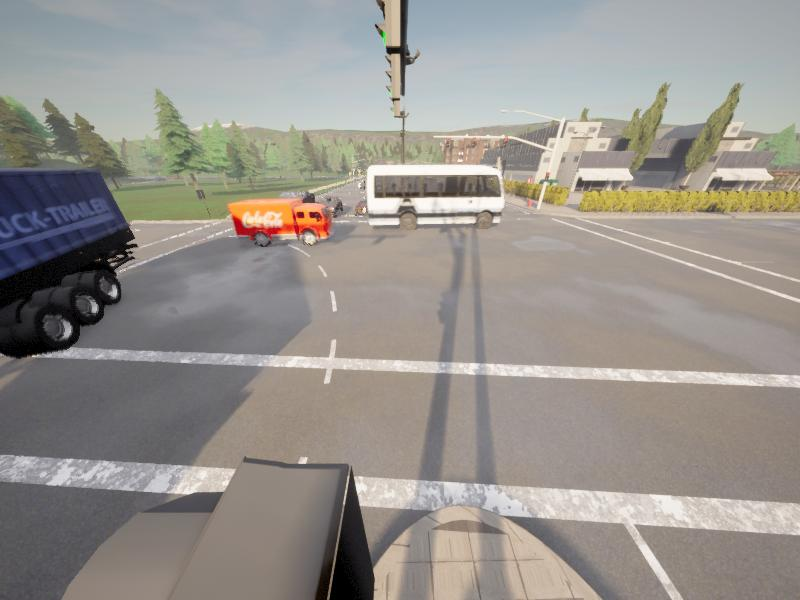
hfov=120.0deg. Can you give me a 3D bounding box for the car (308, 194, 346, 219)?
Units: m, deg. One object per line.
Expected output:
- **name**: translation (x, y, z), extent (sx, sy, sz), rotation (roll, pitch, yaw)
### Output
- **car**: translation (-7.055, -9.365, 22.904), extent (2.152, 1.651, 5.027), rotation (0, 30, -1)

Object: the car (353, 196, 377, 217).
- **car**: translation (-3.498, -9.689, 23.719), extent (1.994, 1.385, 4.181), rotation (-1, 30, -2)

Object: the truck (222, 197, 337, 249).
- **truck**: translation (-6.868, -4.752, 14.077), extent (5.204, 2.467, 2.627), rotation (-2, 30, -2)

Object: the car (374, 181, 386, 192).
- **car**: translation (-3.966, -22.703, 45.999), extent (2.033, 1.649, 4.856), rotation (0, 30, -1)

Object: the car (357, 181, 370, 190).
- **car**: translation (-7.504, -24.051, 48.434), extent (2.038, 1.542, 4.974), rotation (0, 30, -1)

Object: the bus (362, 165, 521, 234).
- **bus**: translation (2.627, -7.794, 17.557), extent (10.273, 4.253, 3.944), rotation (-2, 30, -4)

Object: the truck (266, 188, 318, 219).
- **truck**: translation (-10.569, -9.940, 23.425), extent (2.390, 2.098, 6.274), rotation (0, 30, -1)

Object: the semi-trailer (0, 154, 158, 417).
- **semi-trailer**: translation (-9.286, 0.161, 3.583), extent (2.717, 4.402, 14.254), rotation (-13, 33, -23)
